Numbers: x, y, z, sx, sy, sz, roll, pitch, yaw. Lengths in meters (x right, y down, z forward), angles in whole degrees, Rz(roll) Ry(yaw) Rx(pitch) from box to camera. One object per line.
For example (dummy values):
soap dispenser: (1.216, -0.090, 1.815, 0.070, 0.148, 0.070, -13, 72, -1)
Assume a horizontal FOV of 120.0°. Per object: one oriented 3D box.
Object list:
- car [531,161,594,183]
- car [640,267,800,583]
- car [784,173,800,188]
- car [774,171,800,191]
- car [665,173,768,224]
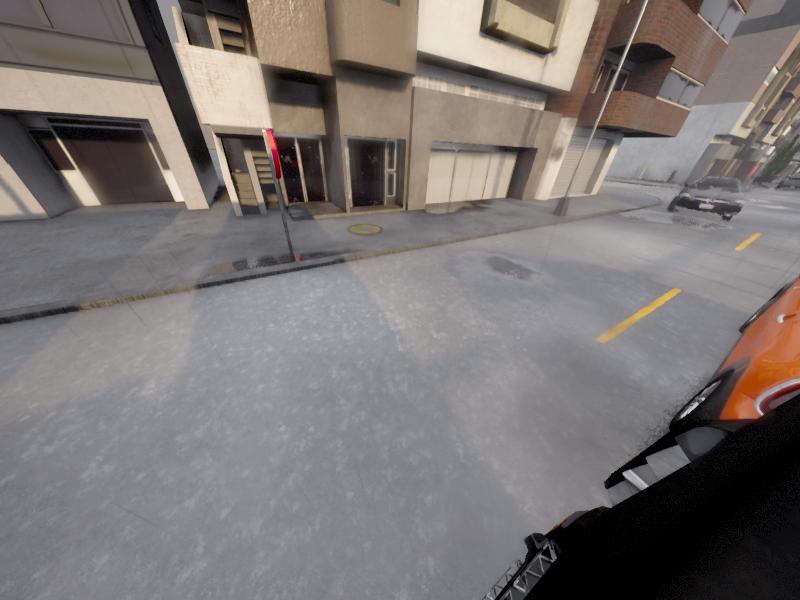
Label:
car: (16.505, -13.260, 23.825, 1.837, 1.490, 4.892, -15, 38, -26)
car: (4.629, 0.596, 1.780, 4.553, 1.767, 2.097, -16, 38, -26)
car: (51.694, -15.268, 29.478, 5.366, 1.575, 1.801, -16, 38, -26)
car: (45.542, -13.605, 26.304, 4.553, 1.767, 2.097, -16, 38, -26)
car: (15.637, -5.291, 11.645, 5.027, 1.651, 2.152, -24, 43, -35)
